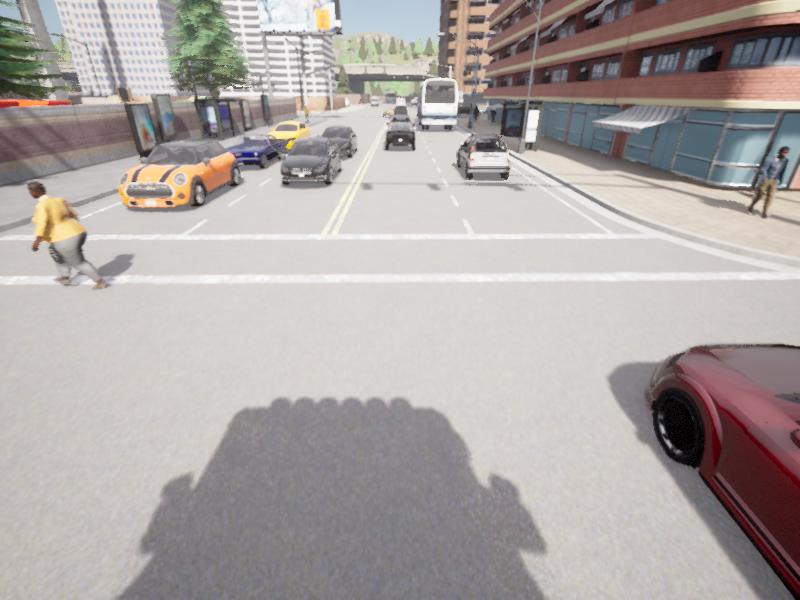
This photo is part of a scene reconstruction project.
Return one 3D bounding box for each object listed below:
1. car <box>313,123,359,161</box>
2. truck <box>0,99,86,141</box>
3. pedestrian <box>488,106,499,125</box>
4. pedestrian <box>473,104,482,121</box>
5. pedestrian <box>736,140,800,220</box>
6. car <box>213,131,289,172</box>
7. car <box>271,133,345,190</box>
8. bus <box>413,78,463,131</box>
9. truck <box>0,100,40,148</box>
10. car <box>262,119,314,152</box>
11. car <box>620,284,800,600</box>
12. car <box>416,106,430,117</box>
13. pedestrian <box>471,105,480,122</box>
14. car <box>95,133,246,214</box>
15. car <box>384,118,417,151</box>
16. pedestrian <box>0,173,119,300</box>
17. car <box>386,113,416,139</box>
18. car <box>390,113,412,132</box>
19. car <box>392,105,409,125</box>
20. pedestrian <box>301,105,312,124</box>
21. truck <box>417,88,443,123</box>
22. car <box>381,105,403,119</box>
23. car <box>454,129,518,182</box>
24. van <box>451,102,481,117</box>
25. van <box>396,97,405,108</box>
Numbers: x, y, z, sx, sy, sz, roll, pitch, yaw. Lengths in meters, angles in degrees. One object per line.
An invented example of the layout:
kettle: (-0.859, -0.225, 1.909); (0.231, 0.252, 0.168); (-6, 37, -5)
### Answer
car: (-3.456, -8.998, 22.534); (1.837, 1.490, 4.892); (0, 27, 0)
truck: (-25.740, -12.540, 27.794); (5.204, 2.467, 2.615); (0, 27, 0)
pedestrian: (9.943, -19.642, 42.625); (0.751, 1.860, 0.751); (0, 27, 0)
pedestrian: (9.526, -23.123, 49.404); (0.751, 1.860, 0.751); (-2, 27, -5)
pedestrian: (9.711, -3.128, 10.440); (0.751, 1.860, 0.751); (10, 29, 18)
car: (-6.964, -7.238, 19.287); (1.895, 1.301, 4.718); (0, 27, 0)
car: (-3.467, -5.706, 16.120); (1.837, 1.490, 4.892); (0, 27, 0)
bus: (3.467, -19.660, 40.344); (3.944, 4.253, 10.273); (0, 26, 0)
truck: (-25.741, -10.572, 23.958); (5.204, 2.467, 2.615); (0, 27, 0)
car: (-6.949, -10.510, 25.398); (1.882, 1.535, 5.008); (0, 27, 0)
car: (3.500, 1.414, 2.378); (1.994, 1.385, 4.181); (0, 27, 0)
car: (3.627, -30.043, 63.672); (1.812, 1.442, 4.674); (0, 27, 0)
pedestrian: (9.017, -22.329, 47.851); (0.751, 1.860, 0.751); (-1, 27, -3)
car: (-6.975, -4.263, 12.943); (2.097, 1.767, 4.553); (0, 27, 0)
car: (0.041, -10.842, 26.002); (1.930, 1.638, 5.238); (0, 27, 0)
pedestrian: (-5.453, -1.027, 6.504); (0.751, 1.860, 0.751); (-4, 27, -8)
car: (0.064, -14.157, 32.431); (2.242, 1.667, 4.611); (0, 27, 0)
car: (0.080, -17.361, 38.977); (2.033, 1.411, 5.357); (0, 27, 0)
car: (0.094, -21.762, 47.012); (1.905, 1.878, 3.866); (0, 27, 0)
pedestrian: (-10.084, -20.079, 43.273); (0.751, 1.860, 0.751); (2, 27, 3)
truck: (3.782, -25.538, 52.289); (2.891, 3.827, 8.468); (1, 27, 2)
car: (-1.197, -27.589, 58.692); (1.801, 1.575, 5.366); (-8, 29, -16)
car: (3.537, -6.345, 17.310); (1.851, 1.617, 3.988); (0, 27, 0)
van: (10.514, -30.560, 64.154); (4.442, 1.987, 1.775); (0, 27, 0)
van: (0.214, -51.576, 104.510); (2.351, 2.431, 6.366); (0, 27, 0)
